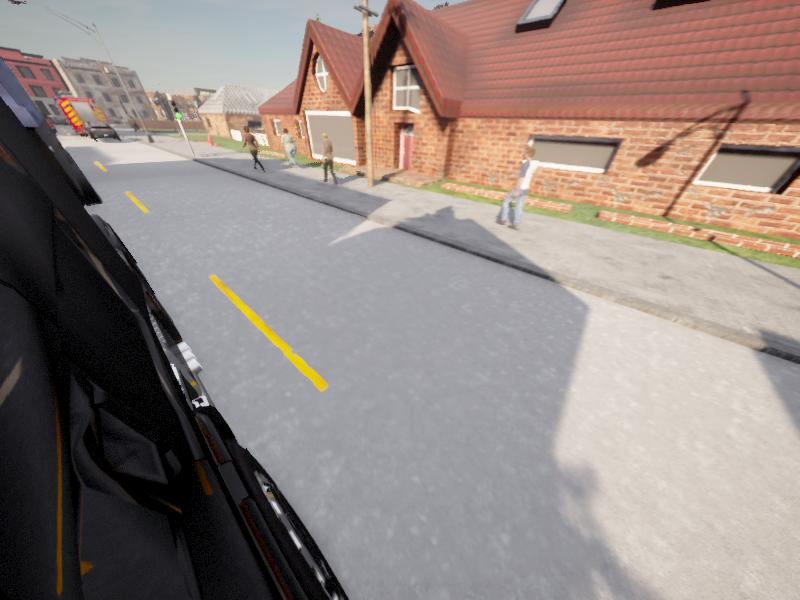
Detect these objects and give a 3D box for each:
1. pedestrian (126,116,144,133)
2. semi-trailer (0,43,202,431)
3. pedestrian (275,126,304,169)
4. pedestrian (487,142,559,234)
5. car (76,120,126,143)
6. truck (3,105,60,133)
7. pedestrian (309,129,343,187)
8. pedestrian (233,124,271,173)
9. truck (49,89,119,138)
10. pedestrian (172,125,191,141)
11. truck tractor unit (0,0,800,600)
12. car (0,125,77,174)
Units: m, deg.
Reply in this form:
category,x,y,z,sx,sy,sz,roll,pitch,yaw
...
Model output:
category,x,y,z,sx,sy,sz,roll,pitch,yaw
pedestrian,-37.588,-24.951,32.817,0.751,1.860,0.751,14,38,14
semi-trailer,-8.708,-3.596,4.222,14.254,4.402,2.717,28,44,30
pedestrian,-5.813,-8.057,12.246,0.751,1.860,0.751,-28,46,-34
pedestrian,2.909,-2.698,5.639,0.751,1.860,0.751,-22,43,-29
car,-29.160,-16.452,22.520,4.902,1.511,2.128,28,44,30
truck,-44.894,-22.095,28.285,5.204,2.467,2.627,28,44,30
pedestrian,-2.917,-5.645,9.210,0.751,1.860,0.751,31,45,33
pedestrian,-7.026,-7.217,11.056,0.751,1.860,0.751,23,41,25
truck,-36.076,-21.091,26.351,8.468,3.827,2.891,28,44,30
pedestrian,-22.818,-17.429,24.161,0.751,1.300,0.751,-4,37,-9
truck tractor unit,-2.645,-0.295,0.351,6.516,4.208,3.053,28,44,30
car,-17.909,-7.315,11.038,4.902,1.511,2.128,27,43,29
